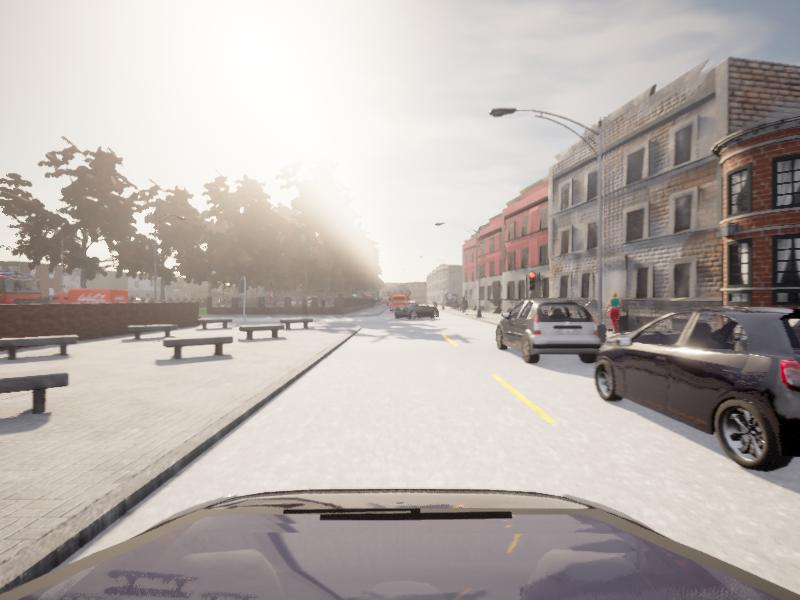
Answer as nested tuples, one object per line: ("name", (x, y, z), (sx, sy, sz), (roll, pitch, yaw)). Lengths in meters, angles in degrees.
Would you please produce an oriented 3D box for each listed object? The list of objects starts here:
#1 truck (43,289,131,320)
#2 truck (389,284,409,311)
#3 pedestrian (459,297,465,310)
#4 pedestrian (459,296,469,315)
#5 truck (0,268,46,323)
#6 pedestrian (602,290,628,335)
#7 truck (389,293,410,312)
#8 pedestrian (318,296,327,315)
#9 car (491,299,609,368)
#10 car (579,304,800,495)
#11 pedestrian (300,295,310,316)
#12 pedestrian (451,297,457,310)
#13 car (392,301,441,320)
("truck", (-25.854, 0.343, 33.236), (5.204, 2.467, 2.627), (0, 0, 0))
("truck", (-0.153, -0.347, 62.325), (2.891, 3.827, 8.468), (0, 0, 0))
("pedestrian", (8.826, 0.509, 57.171), (0.751, 1.860, 0.751), (0, 0, 2))
("pedestrian", (6.316, 0.516, 39.275), (0.751, 1.860, 0.751), (0, 0, -15))
("truck", (-31.337, -0.332, 29.215), (8.468, 3.827, 2.891), (0, 0, 0))
("pedestrian", (9.281, 0.525, 17.290), (0.751, 1.860, 0.751), (0, 0, 7))
("truck", (-0.136, 0.334, 53.164), (2.627, 2.467, 5.204), (0, 0, -1))
("pedestrian", (-7.447, 0.518, 38.534), (0.751, 1.860, 0.751), (0, 0, 0))
("car", (3.997, 0.783, 11.417), (1.851, 1.617, 3.988), (0, 0, 0))
("car", (3.996, 0.824, 5.058), (1.845, 1.501, 3.633), (0, 0, 0))
("pedestrian", (-8.532, 0.519, 35.812), (0.751, 1.860, 0.751), (0, 0, -3))
("pedestrian", (7.594, 0.510, 56.250), (0.751, 1.860, 0.751), (0, 0, -5))
("car", (1.419, 0.839, 32.973), (3.806, 1.475, 1.970), (0, 0, -44))
